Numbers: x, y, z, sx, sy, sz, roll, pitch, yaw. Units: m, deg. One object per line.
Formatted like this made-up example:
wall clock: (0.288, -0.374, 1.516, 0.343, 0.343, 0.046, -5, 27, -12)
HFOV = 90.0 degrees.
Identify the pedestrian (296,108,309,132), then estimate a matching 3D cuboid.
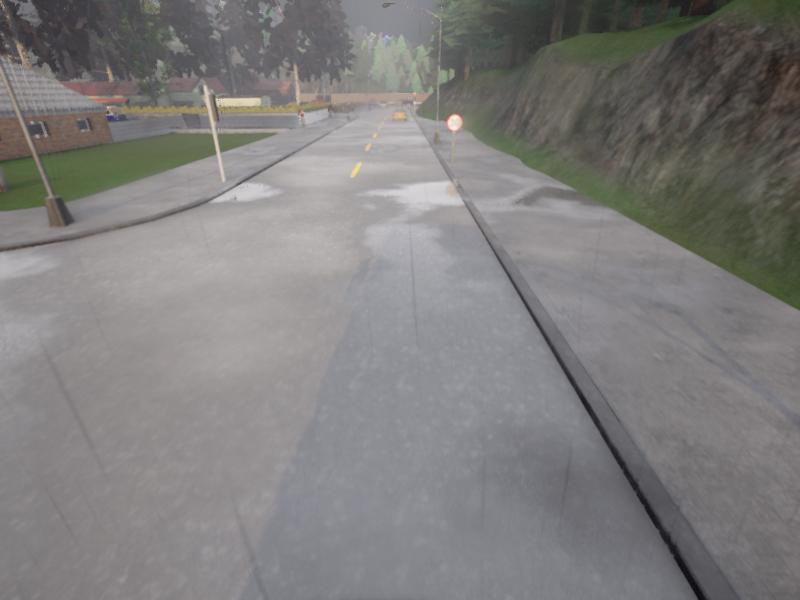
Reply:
pedestrian: (-8.495, -15.782, 35.012, 0.751, 1.860, 0.751, 1, 27, 2)

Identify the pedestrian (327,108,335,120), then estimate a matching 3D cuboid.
pedestrian: (-8.861, -23.989, 51.553, 0.751, 1.300, 0.751, 2, 27, 5)

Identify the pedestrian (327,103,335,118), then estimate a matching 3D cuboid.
pedestrian: (-9.426, -25.967, 54.786, 0.751, 1.860, 0.751, 0, 27, 1)

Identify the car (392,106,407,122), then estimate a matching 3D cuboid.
car: (-0.038, -23.588, 50.715, 1.801, 1.575, 5.366, 0, 27, 0)

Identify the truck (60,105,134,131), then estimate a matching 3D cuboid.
truck: (-27.007, -16.322, 35.830, 4.478, 2.038, 2.069, 0, 27, 0)
